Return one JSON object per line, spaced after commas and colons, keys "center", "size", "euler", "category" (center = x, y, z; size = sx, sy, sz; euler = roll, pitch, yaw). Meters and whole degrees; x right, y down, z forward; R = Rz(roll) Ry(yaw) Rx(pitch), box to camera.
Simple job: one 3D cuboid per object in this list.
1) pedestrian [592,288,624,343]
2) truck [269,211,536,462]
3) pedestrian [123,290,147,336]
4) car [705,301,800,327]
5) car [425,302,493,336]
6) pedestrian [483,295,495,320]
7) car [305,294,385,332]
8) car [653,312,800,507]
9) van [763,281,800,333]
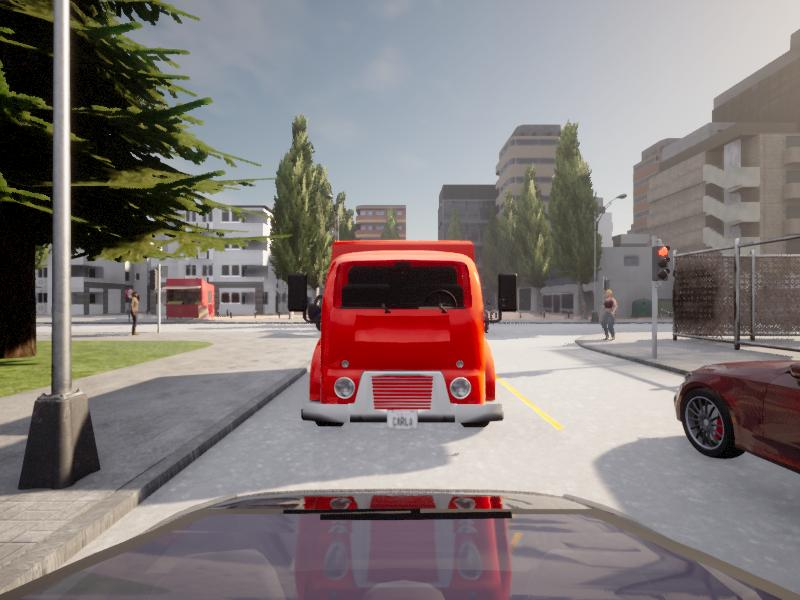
{"center": [7.398, 0.525, 14.216], "size": [0.751, 1.860, 0.751], "euler": [0, 0, -38], "category": "pedestrian"}
{"center": [0.042, 0.357, 6.535], "size": [2.627, 2.467, 5.204], "euler": [0, 0, 0], "category": "truck"}
{"center": [-11.041, 0.534, 16.681], "size": [0.751, 1.860, 0.751], "euler": [0, 0, -26], "category": "pedestrian"}
{"center": [21.864, 0.829, 24.688], "size": [4.514, 1.525, 2.007], "euler": [0, 0, 0], "category": "car"}
{"center": [2.830, 0.854, 20.160], "size": [1.816, 1.474, 4.193], "euler": [0, 0, -17], "category": "car"}
{"center": [6.612, 0.533, 29.745], "size": [0.751, 1.860, 0.751], "euler": [0, 0, 5], "category": "pedestrian"}
{"center": [-2.743, 0.646, 20.628], "size": [3.866, 1.878, 1.905], "euler": [0, 0, 0], "category": "car"}
{"center": [3.987, 0.870, 2.524], "size": [1.812, 1.442, 4.674], "euler": [0, 0, 0], "category": "car"}
{"center": [22.592, 0.322, 20.665], "size": [5.915, 2.561, 1.988], "euler": [0, 0, 0], "category": "van"}
